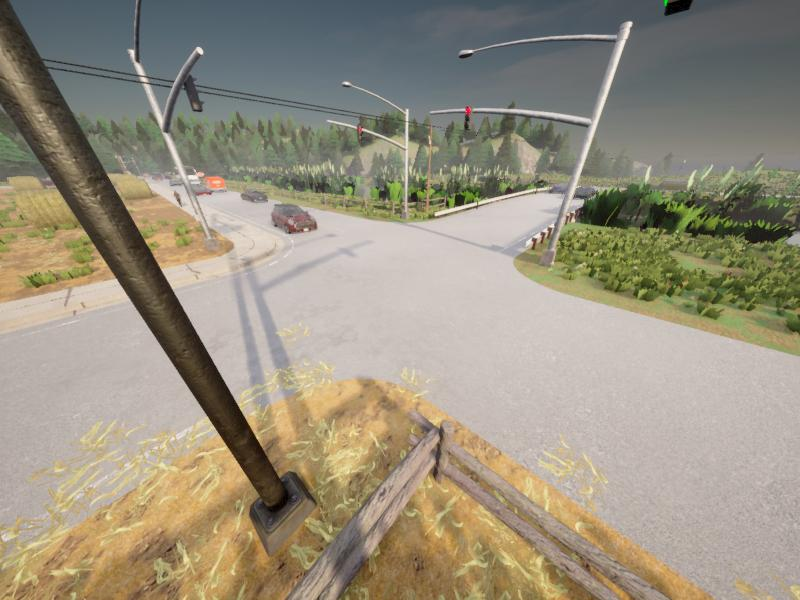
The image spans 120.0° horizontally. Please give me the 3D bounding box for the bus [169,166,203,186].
[{"bbox_3d":[-55.796,-32.363,60.104,10.273,4.253,3.944,25,38,36],"label":"bus"}]

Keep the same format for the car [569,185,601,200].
[{"bbox_3d":[23.564,-13.764,29.407,4.181,1.385,1.994,-24,38,-35],"label":"car"}]

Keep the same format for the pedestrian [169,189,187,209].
[{"bbox_3d":[-24.261,-11.057,25.248,0.751,1.860,0.751,-20,35,-30],"label":"pedestrian"}]

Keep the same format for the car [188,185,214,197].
[{"bbox_3d":[-32.742,-17.989,37.990,4.792,1.488,2.163,25,38,36],"label":"car"}]

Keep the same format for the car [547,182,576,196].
[{"bbox_3d":[23.338,-16.051,33.319,4.674,1.442,1.812,-23,37,-35],"label":"car"}]

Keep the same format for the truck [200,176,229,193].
[{"bbox_3d":[-35.490,-22.117,44.143,5.204,2.467,2.627,25,38,36],"label":"truck"}]

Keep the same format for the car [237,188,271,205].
[{"bbox_3d":[-20.308,-14.483,32.049,5.027,1.651,2.152,25,38,36],"label":"car"}]

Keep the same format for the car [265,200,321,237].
[{"bbox_3d":[-8.086,-6.272,17.380,2.097,1.767,4.553,-24,38,-35],"label":"car"}]
